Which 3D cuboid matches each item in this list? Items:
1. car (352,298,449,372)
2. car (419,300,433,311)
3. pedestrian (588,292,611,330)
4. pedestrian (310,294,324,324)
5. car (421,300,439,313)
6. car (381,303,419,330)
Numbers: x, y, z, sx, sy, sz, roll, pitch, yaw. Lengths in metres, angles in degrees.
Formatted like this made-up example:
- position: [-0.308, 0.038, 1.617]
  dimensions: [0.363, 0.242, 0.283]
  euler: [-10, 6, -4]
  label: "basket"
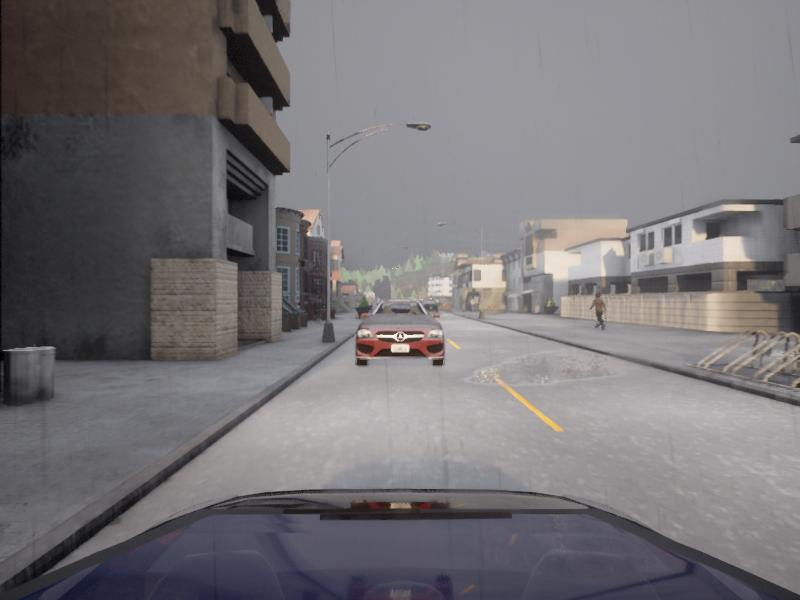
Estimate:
- position: [0.005, 0.792, 11.410]
  dimensions: [2.152, 1.651, 5.027]
  euler: [0, 0, 0]
  label: "car"
- position: [4.014, 0.857, 61.561]
  dimensions: [1.801, 1.575, 5.366]
  euler: [0, 0, 0]
  label: "car"
- position: [9.920, 0.552, 19.930]
  dimensions: [0.751, 1.860, 0.751]
  euler: [0, 0, -2]
  label: "pedestrian"
- position: [-5.170, 0.556, 24.859]
  dimensions: [0.751, 1.860, 0.751]
  euler: [0, 0, -19]
  label: "pedestrian"
- position: [4.013, 0.820, 54.312]
  dimensions: [1.930, 1.638, 5.238]
  euler: [0, 0, 0]
  label: "car"
- position: [0.004, 0.918, 24.424]
  dimensions: [2.033, 1.411, 5.357]
  euler: [0, 0, 0]
  label: "car"
